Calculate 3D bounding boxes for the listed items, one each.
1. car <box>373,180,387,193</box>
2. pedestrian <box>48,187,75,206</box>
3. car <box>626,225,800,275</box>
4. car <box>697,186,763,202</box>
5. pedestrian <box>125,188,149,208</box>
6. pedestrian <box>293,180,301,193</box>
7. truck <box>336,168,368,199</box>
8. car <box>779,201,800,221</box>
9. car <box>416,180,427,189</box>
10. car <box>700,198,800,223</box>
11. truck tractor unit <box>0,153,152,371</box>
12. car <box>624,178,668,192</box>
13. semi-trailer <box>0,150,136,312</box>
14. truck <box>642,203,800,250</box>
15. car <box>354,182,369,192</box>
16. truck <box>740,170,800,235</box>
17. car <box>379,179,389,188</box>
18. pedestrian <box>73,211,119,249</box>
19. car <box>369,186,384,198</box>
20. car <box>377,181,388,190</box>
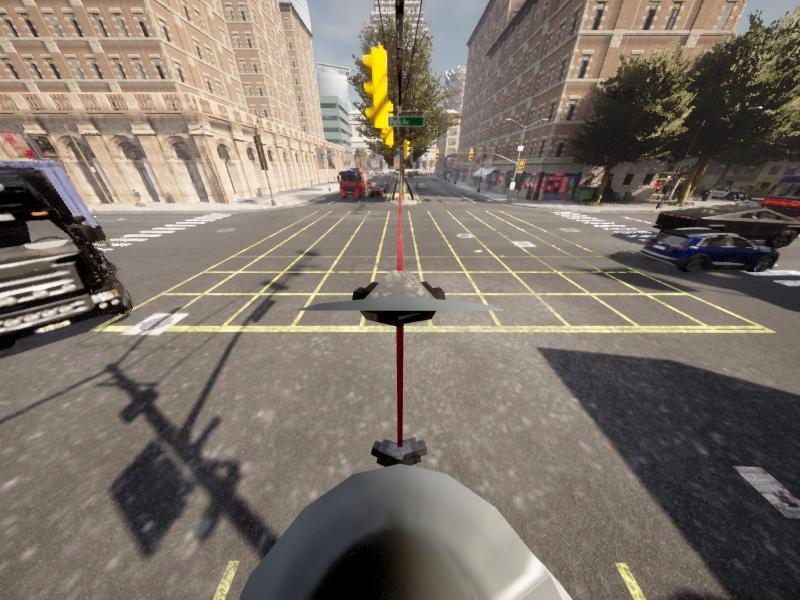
[{"bbox_3d":[-3.558,-20.387,41.522,2.097,1.767,4.553,0,30,0],"label":"car"},{"bbox_3d":[-37.931,-11.599,25.882,0.751,1.860,0.751,2,30,3],"label":"pedestrian"},{"bbox_3d":[13.836,-2.309,10.378,4.856,1.649,2.033,0,30,0],"label":"car"},{"bbox_3d":[45.916,-14.963,32.392,2.038,1.542,4.974,0,30,1],"label":"car"},{"bbox_3d":[-27.838,-10.798,24.495,0.751,1.860,0.751,2,30,4],"label":"pedestrian"},{"bbox_3d":[-17.357,-19.156,38.971,0.751,1.860,0.751,1,30,1],"label":"pedestrian"},{"bbox_3d":[-7.080,-18.109,35.546,2.891,3.827,8.468,0,30,0],"label":"truck"},{"bbox_3d":[36.309,-7.511,19.571,4.674,1.442,1.812,0,30,0],"label":"car"},{"bbox_3d":[4.466,-24.667,49.253,1.970,1.475,3.806,0,30,0],"label":"car"},{"bbox_3d":[29.571,-7.588,19.507,5.238,1.638,1.930,0,30,-1],"label":"car"},{"bbox_3d":[-10.914,-1.636,6.607,6.516,4.208,3.053,22,36,33],"label":"truck tractor unit"},{"bbox_3d":[46.032,-21.639,43.438,2.150,2.045,5.566,0,30,0],"label":"car"},{"bbox_3d":[-18.258,-2.990,8.748,14.254,4.402,2.717,6,30,11],"label":"semi-trailer"},{"bbox_3d":[18.737,-4.270,13.302,6.274,2.098,2.390,0,30,0],"label":"truck"},{"bbox_3d":[-7.055,-20.928,42.777,1.970,1.475,3.806,0,30,0],"label":"car"},{"bbox_3d":[30.927,-6.786,15.937,8.468,3.827,2.891,0,30,0],"label":"truck"},{"bbox_3d":[-3.527,-26.265,51.891,1.851,1.617,3.988,0,30,0],"label":"car"},{"bbox_3d":[-16.880,-3.911,12.869,0.751,1.860,0.751,14,33,23],"label":"pedestrian"},{"bbox_3d":[-3.577,-16.711,35.654,1.895,1.301,4.718,0,30,0],"label":"car"},{"bbox_3d":[-3.540,-23.214,46.736,1.970,1.475,3.806,0,30,0],"label":"car"}]
